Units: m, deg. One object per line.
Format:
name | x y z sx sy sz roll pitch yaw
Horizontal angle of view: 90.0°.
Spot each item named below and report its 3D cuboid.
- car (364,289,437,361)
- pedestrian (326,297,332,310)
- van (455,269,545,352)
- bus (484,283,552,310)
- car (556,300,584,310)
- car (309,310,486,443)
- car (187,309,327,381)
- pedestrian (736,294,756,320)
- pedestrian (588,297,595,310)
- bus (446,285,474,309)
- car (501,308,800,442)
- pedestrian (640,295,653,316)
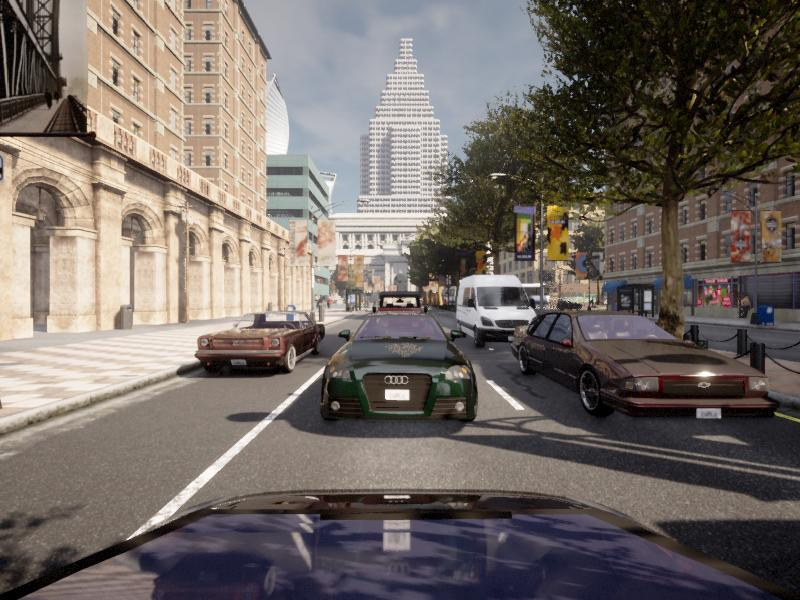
car | 0.002 0.646 12.323 1.905 1.878 3.866 0 0 0
pedestrian | -9.907 0.486 55.596 0.751 1.860 0.751 0 0 -1
van | 3.503 0.323 15.361 1.988 2.561 5.915 0 0 0
bus | 19.716 -0.537 67.554 10.273 4.253 3.944 0 0 38
car | 26.452 0.827 62.208 3.633 1.501 1.845 0 0 -8
car | 0.010 0.908 6.581 1.994 1.385 4.181 0 0 1
car | -3.246 0.939 10.223 1.895 1.301 4.718 0 0 0
pedestrian | 25.002 0.486 28.912 0.751 1.860 0.751 0 0 0
pedestrian | 26.128 0.486 54.588 0.751 1.860 0.751 0 0 3
bus | 11.402 -0.537 77.690 3.944 4.253 10.273 0 0 0
car | 3.501 0.895 7.189 2.033 1.411 5.357 0 0 0
pedestrian | 21.966 0.486 35.615 0.751 1.860 0.751 0 0 4
